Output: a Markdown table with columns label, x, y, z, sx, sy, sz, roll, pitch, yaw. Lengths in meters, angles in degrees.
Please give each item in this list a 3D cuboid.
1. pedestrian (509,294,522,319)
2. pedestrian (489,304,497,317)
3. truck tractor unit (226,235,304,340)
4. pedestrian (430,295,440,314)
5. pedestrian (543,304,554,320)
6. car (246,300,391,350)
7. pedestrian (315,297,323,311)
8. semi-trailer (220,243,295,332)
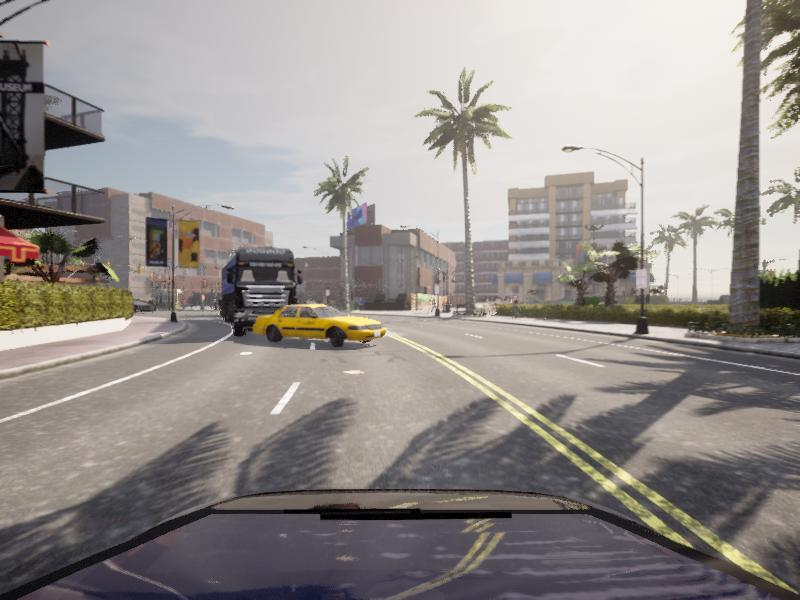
| label | x | y | z | sx | sy | sz | roll | pitch | yaw |
| --- | --- | --- | --- | --- | --- | --- | --- | --- | --- |
| pedestrian | 8.902 | 0.482 | 30.831 | 0.751 | 1.860 | 0.751 | 0 | 0 | -13 |
| pedestrian | 7.983 | 0.863 | 34.373 | 0.500 | 1.100 | 0.500 | 0 | 0 | -29 |
| truck tractor unit | -6.623 | -0.499 | 19.568 | 3.053 | 4.208 | 6.516 | 0 | 0 | -20 |
| pedestrian | 3.500 | 0.485 | 40.103 | 0.751 | 1.860 | 0.751 | 0 | 0 | -39 |
| pedestrian | 10.479 | 0.862 | 28.260 | 0.500 | 1.100 | 0.500 | 0 | 0 | -23 |
| car | -3.094 | 0.813 | 14.735 | 5.366 | 1.575 | 1.801 | 0 | 0 | 30 |
| pedestrian | -10.865 | 0.490 | 53.860 | 0.751 | 1.860 | 0.751 | 0 | 0 | 30 |
| semi-trailer | -10.038 | -0.613 | 26.699 | 2.717 | 4.402 | 14.254 | 0 | 0 | -27 |
